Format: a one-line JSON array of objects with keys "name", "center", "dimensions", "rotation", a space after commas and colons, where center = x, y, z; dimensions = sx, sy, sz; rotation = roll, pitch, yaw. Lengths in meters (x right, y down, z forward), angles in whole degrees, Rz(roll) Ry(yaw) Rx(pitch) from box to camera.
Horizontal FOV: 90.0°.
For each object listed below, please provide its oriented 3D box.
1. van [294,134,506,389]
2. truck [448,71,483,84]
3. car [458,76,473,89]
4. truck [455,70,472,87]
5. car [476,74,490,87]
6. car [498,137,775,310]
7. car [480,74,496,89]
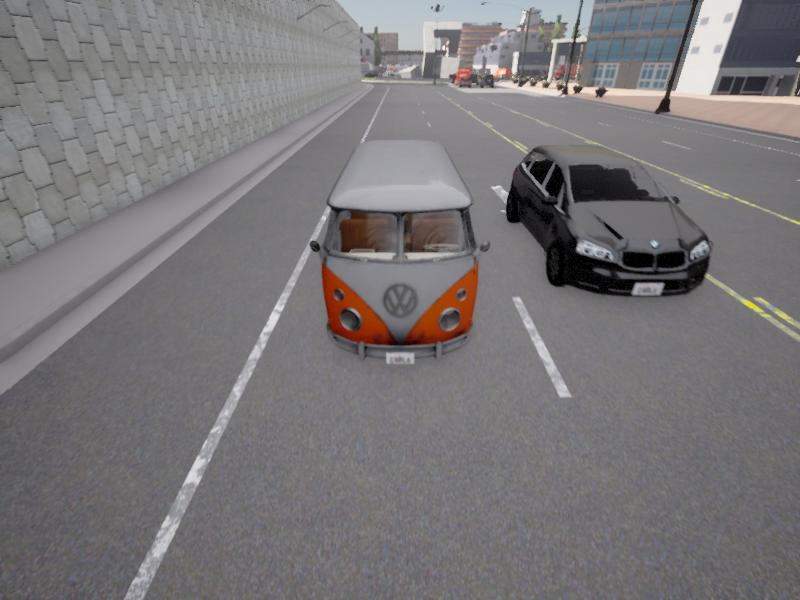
[{"name": "van", "center": [0.001, -1.008, 5.764], "dimensions": [1.775, 1.987, 4.442], "rotation": [0, 30, 0]}, {"name": "truck", "center": [13.143, -44.588, 80.200], "dimensions": [6.274, 2.098, 2.390], "rotation": [-9, 32, -15]}, {"name": "car", "center": [10.547, -35.173, 64.659], "dimensions": [1.851, 1.617, 3.988], "rotation": [2, 30, 3]}, {"name": "truck", "center": [11.180, -39.474, 71.110], "dimensions": [2.627, 2.467, 5.204], "rotation": [3, 31, 6]}, {"name": "car", "center": [14.548, -38.659, 70.286], "dimensions": [1.932, 1.855, 4.605], "rotation": [3, 30, 6]}, {"name": "car", "center": [3.504, -1.745, 7.335], "dimensions": [2.242, 1.667, 4.611], "rotation": [0, 30, 0]}, {"name": "car", "center": [14.016, -34.956, 63.955], "dimensions": [1.905, 1.878, 3.866], "rotation": [2, 30, 3]}]
